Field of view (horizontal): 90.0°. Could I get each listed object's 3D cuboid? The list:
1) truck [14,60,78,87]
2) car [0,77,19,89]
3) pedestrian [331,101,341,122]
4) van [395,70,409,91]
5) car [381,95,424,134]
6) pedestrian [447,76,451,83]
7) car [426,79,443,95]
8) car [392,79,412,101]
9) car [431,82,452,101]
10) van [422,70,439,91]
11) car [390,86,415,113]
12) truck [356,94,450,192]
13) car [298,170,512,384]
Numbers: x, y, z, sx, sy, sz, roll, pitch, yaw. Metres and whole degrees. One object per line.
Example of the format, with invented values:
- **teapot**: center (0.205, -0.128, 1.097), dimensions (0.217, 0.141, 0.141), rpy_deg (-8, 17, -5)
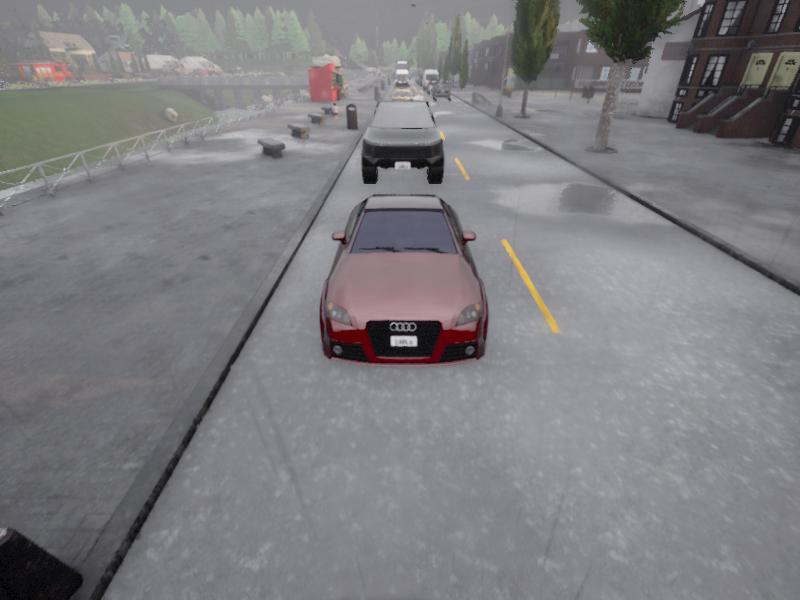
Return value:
- **truck**: center (-61.314, -39.483, 69.653), dimensions (2.891, 3.827, 8.468), rpy_deg (0, 30, 0)
- **car**: center (-61.370, -32.946, 60.810), dimensions (2.163, 1.488, 4.792), rpy_deg (0, 30, 0)
- **pedestrian**: center (-3.806, -11.179, 23.766), dimensions (0.500, 1.100, 0.500), rpy_deg (-4, 31, -7)
- **van**: center (0.309, -31.971, 58.102), dimensions (1.988, 2.561, 5.915), rpy_deg (0, 30, 0)
- **car**: center (0.136, -10.385, 22.261), dimensions (2.128, 1.511, 4.902), rpy_deg (0, 30, 0)
- **pedestrian**: center (9.861, -44.381, 80.540), dimensions (0.500, 1.100, 0.500), rpy_deg (-14, 33, -23)
- **car**: center (4.276, -26.685, 50.042), dimensions (1.851, 1.617, 3.988), rpy_deg (0, 30, 0)
- **car**: center (0.229, -21.785, 41.385), dimensions (1.932, 1.855, 4.605), rpy_deg (0, 30, 0)
- **car**: center (4.228, -21.382, 41.013), dimensions (1.789, 1.549, 3.705), rpy_deg (0, 30, 0)
- **van**: center (4.312, -31.344, 57.038), dimensions (1.988, 2.561, 5.915), rpy_deg (0, 30, 0)
- **car**: center (0.181, -15.835, 31.507), dimensions (1.801, 1.575, 5.366), rpy_deg (0, 30, 0)
- **truck**: center (0.093, -5.510, 13.343), dimensions (2.390, 2.098, 6.274), rpy_deg (0, 30, 0)
- **car**: center (0.055, -0.724, 5.885), dimensions (1.994, 1.385, 4.181), rpy_deg (0, 30, 0)
